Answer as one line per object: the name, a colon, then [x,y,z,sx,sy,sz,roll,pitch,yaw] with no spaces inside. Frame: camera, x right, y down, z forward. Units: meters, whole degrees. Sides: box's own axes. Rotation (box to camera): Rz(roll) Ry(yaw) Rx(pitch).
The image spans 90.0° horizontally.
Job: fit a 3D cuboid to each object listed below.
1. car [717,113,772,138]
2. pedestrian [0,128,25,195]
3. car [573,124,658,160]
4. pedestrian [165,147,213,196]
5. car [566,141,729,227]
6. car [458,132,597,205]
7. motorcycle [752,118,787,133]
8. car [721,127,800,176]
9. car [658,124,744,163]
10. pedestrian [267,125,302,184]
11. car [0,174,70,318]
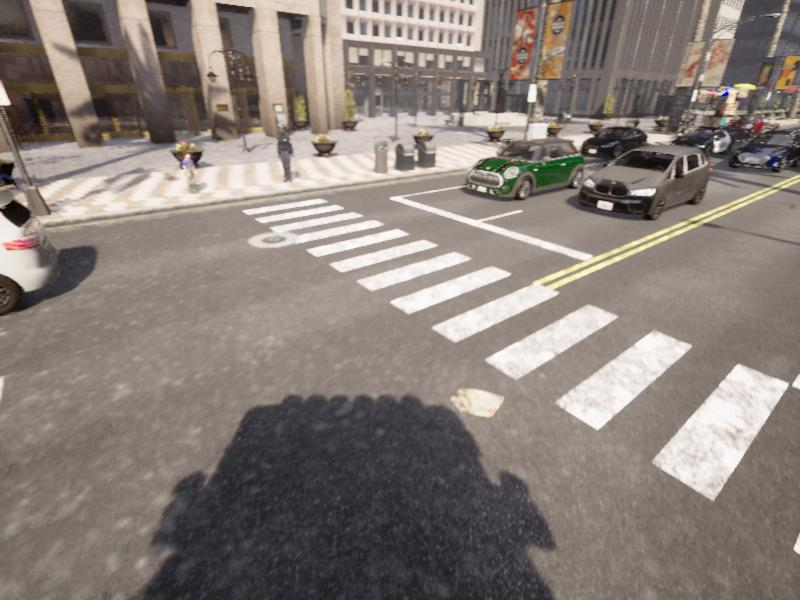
car: [29.905,-15.205,34.702,4.553,1.767,2.185,-19,33,-33]
pedestrian: [-12.379,-4.259,12.252,0.751,1.860,0.751,-20,33,-34]
car: [12.386,-9.126,22.934,4.792,1.488,2.163,-19,33,-33]
pedestrian: [-6.544,-3.998,12.457,0.751,1.300,0.751,13,30,23]
car: [7.505,-3.696,12.093,4.611,1.667,2.242,-19,33,-33]
car: [4.446,-4.719,13.893,4.553,1.767,2.097,-19,33,-33]
motorcycle: [35.800,-16.925,38.764,2.356,1.277,0.764,-3,27,-7]
car: [17.594,-7.122,18.967,4.856,1.649,2.033,-19,33,-33]
car: [16.902,-8.859,22.427,4.974,1.542,2.038,-19,33,-33]
pedestrian: [-4.016,-5.095,14.019,0.751,1.860,0.751,1,27,2]
car: [-7.804,-0.484,5.588,4.611,1.667,2.242,-19,33,-33]
